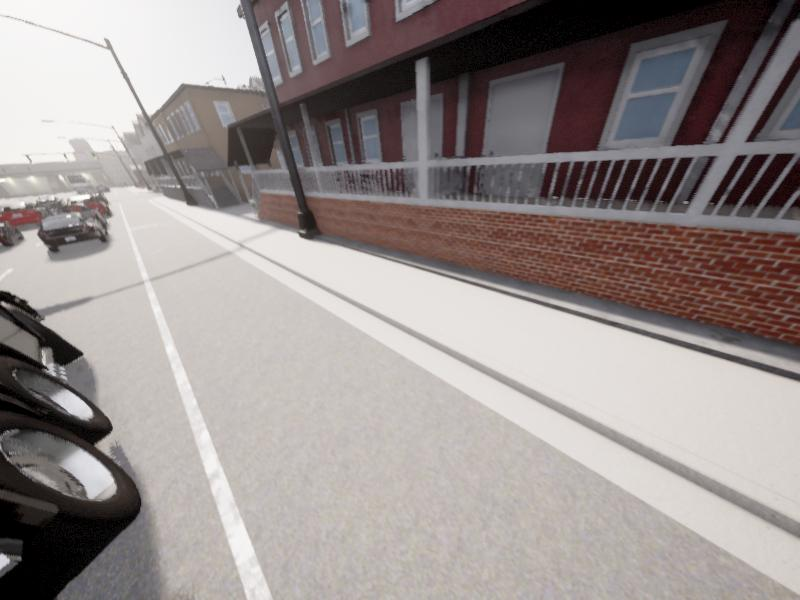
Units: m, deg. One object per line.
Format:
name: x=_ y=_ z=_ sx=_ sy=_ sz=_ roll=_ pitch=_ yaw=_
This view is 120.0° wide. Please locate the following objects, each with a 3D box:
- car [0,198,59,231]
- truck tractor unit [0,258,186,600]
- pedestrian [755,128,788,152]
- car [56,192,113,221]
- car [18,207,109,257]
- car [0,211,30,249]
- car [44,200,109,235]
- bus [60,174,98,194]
car: x=-30.614 y=-7.083 z=18.844 sx=4.611 sy=1.667 sz=2.242 roll=23 pitch=42 yaw=36
truck tractor unit: x=-5.314 y=0.102 z=1.103 sx=6.516 sy=4.208 sz=3.053 roll=6 pitch=40 yaw=34
pedestrian: x=37.436 y=-16.126 z=23.319 sx=0.751 sy=1.860 sz=0.751 roll=4 pitch=33 yaw=14
car: x=-27.652 y=-8.353 z=20.443 sx=4.611 sy=1.667 sz=2.242 roll=23 pitch=42 yaw=36
car: x=-16.579 y=-3.621 z=11.693 sx=4.674 sy=1.442 sz=1.812 roll=23 pitch=42 yaw=36
car: x=-22.563 y=-3.651 z=12.472 sx=3.633 sy=1.501 sz=1.845 roll=23 pitch=42 yaw=36
car: x=-21.266 y=-5.623 z=15.403 sx=3.633 sy=1.501 sz=1.845 roll=23 pitch=42 yaw=36
bus: x=-86.612 y=-31.545 z=62.564 sx=10.273 sy=4.253 sz=3.944 roll=23 pitch=42 yaw=36
